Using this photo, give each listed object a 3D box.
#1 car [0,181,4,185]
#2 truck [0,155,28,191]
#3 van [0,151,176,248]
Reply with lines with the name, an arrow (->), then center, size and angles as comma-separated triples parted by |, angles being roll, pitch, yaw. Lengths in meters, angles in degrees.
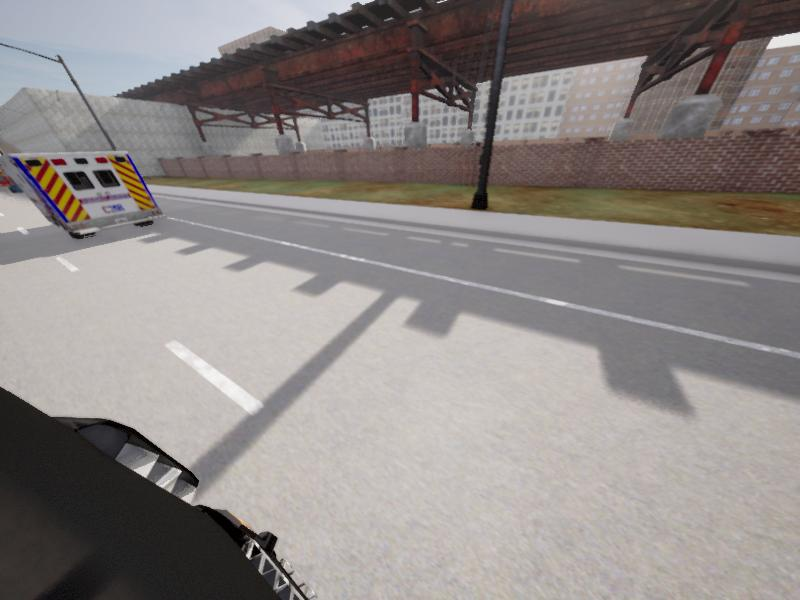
car -> -55.309, -16.052, 30.768 | 4.674, 1.442, 1.812 | 16, 38, 26
truck -> -44.684, -13.980, 24.745 | 8.468, 3.827, 2.891 | 16, 38, 26
van -> -11.840, -3.967, 8.596 | 6.366, 2.431, 2.351 | 16, 38, 26
